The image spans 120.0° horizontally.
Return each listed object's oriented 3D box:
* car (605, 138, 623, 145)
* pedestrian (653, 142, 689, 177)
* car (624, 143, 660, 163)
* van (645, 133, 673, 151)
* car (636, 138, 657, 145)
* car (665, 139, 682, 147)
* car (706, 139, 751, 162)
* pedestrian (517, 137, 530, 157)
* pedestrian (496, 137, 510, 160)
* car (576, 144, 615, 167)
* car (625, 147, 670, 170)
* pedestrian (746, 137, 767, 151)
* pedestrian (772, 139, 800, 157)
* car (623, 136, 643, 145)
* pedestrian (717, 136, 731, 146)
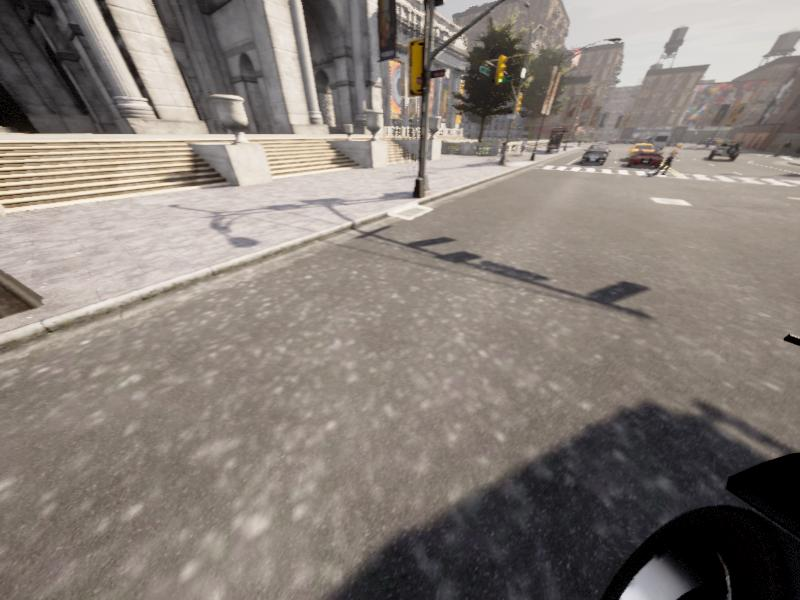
[{"bbox_3d":[60.708,-45.040,65.572,4.674,1.452,2.002,-21,40,-26],"label":"car"},{"bbox_3d":[17.390,-9.034,14.854,0.751,1.860,0.751,-30,45,-35],"label":"pedestrian"},{"bbox_3d":[25.183,-15.505,24.219,1.882,1.535,5.008,24,42,29],"label":"car"},{"bbox_3d":[46.111,-28.337,41.308,1.988,2.561,5.915,24,42,30],"label":"van"},{"bbox_3d":[66.225,-42.522,62.032,4.514,1.525,2.007,-18,39,-23],"label":"car"},{"bbox_3d":[63.026,-36.172,53.189,4.193,1.474,1.816,-27,43,-32],"label":"car"},{"bbox_3d":[35.355,-16.257,24.998,4.605,1.855,1.932,-29,45,-34],"label":"car"},{"bbox_3d":[14.234,-17.671,26.638,0.751,1.860,0.751,19,40,25],"label":"pedestrian"},{"bbox_3d":[10.233,-15.043,22.963,0.751,1.860,0.751,20,40,26],"label":"pedestrian"},{"bbox_3d":[18.134,-13.473,21.391,2.128,1.511,4.902,24,42,30],"label":"car"},{"bbox_3d":[20.816,-12.101,19.605,1.994,1.385,4.181,24,42,30],"label":"car"},{"bbox_3d":[56.551,-24.814,36.694,0.751,1.860,0.751,-4,36,-6],"label":"pedestrian"},{"bbox_3d":[47.096,-18.561,28.211,0.751,1.860,0.751,23,41,28],"label":"pedestrian"},{"bbox_3d":[65.335,-44.715,64.769,4.605,1.855,1.932,-17,39,-22],"label":"car"},{"bbox_3d":[71.351,-34.920,50.827,0.751,1.860,0.751,-4,36,-6],"label":"pedestrian"}]
